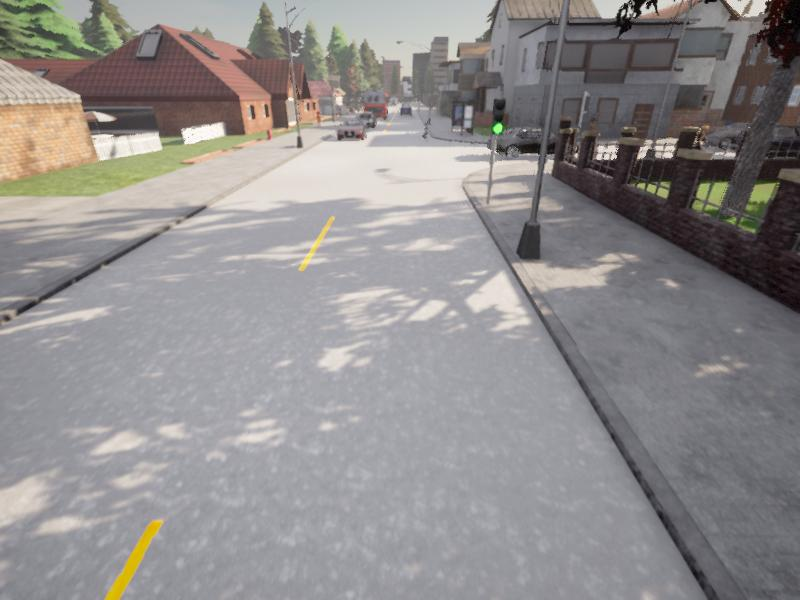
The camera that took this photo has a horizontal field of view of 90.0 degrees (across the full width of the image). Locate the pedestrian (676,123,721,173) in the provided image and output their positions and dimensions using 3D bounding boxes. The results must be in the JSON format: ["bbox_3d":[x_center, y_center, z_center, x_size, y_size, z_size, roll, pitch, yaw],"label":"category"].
[{"bbox_3d":[12.293,-6.266,16.513,0.751,1.860,0.751,2,27,4],"label":"pedestrian"}]

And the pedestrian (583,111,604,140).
[{"bbox_3d":[13.824,-12.502,28.649,0.751,1.860,0.751,0,27,-1],"label":"pedestrian"}]

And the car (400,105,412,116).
[{"bbox_3d":[0.991,-31.518,66.424,1.882,1.535,5.008,0,26,1],"label":"car"}]

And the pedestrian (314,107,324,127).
[{"bbox_3d":[-8.163,-18.393,40.219,0.751,1.860,0.751,-2,27,-3],"label":"pedestrian"}]

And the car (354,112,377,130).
[{"bbox_3d":[-3.424,-18.048,40.234,1.970,1.475,3.806,0,27,1],"label":"car"}]

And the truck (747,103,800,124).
[{"bbox_3d":[46.065,-22.698,48.478,2.390,2.098,6.274,1,27,1],"label":"truck"}]

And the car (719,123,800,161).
[{"bbox_3d":[20.236,-8.339,21.066,4.856,1.649,2.033,-1,27,-1],"label":"car"}]

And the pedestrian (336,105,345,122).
[{"bbox_3d":[-7.202,-22.710,48.634,0.751,1.860,0.751,3,27,7],"label":"pedestrian"}]

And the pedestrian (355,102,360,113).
[{"bbox_3d":[-7.562,-34.443,71.517,0.751,1.860,0.751,2,27,4],"label":"pedestrian"}]

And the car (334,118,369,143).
[{"bbox_3d":[-3.573,-12.889,30.291,1.994,1.385,4.181,0,27,1],"label":"car"}]

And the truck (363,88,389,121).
[{"bbox_3d":[-3.183,-26.952,55.026,2.891,3.827,8.468,0,27,1],"label":"truck"}]

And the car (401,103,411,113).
[{"bbox_3d":[1.168,-37.181,77.480,2.007,1.525,4.514,0,27,1],"label":"car"}]

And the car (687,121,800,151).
[{"bbox_3d":[21.173,-10.192,24.805,4.902,1.511,2.128,0,27,1],"label":"car"}]

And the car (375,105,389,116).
[{"bbox_3d":[-2.998,-31.746,66.909,2.128,1.511,4.902,0,27,1],"label":"car"}]

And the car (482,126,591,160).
[{"bbox_3d":[7.169,-8.435,21.412,4.902,1.511,2.128,-2,27,-4],"label":"car"}]

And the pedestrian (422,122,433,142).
[{"bbox_3d":[1.948,-12.051,28.663,0.751,1.300,0.751,1,27,2],"label":"pedestrian"}]

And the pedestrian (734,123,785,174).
[{"bbox_3d":[14.702,-6.217,16.409,0.751,1.860,0.751,0,27,1],"label":"pedestrian"}]
